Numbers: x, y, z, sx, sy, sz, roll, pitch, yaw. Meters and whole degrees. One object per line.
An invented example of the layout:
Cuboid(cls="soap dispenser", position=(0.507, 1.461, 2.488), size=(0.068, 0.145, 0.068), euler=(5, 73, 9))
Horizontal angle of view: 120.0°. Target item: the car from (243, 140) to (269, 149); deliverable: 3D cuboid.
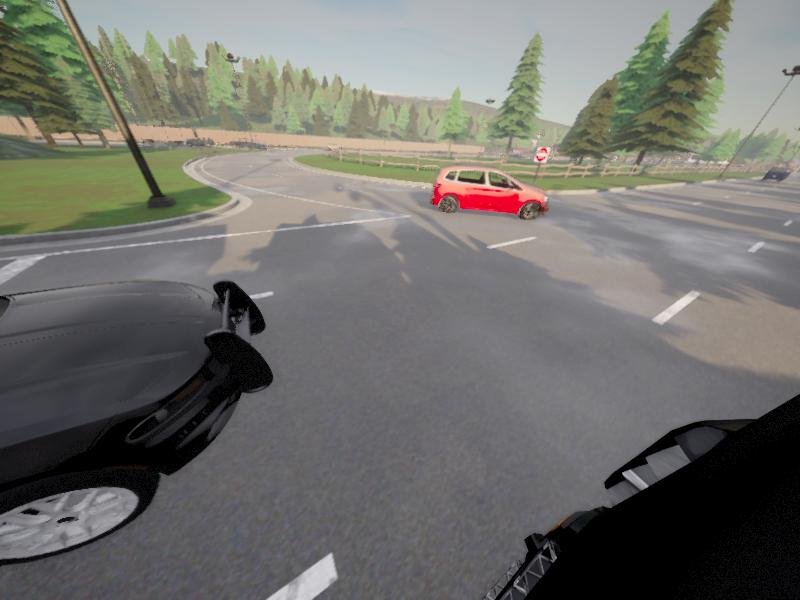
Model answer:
Cuboid(cls="car", position=(-32.177, -34.738, 51.651), size=(4.514, 1.525, 2.007), euler=(-16, 38, -26))

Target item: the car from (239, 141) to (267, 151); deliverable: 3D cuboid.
Cuboid(cls="car", position=(-27.860, -29.166, 43.794), size=(4.181, 1.385, 1.994), euler=(-16, 38, -26))

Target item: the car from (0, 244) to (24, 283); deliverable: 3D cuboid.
Cuboid(cls="car", position=(-8.260, -0.265, 1.968), size=(4.605, 1.855, 1.932), euler=(-16, 38, -25))

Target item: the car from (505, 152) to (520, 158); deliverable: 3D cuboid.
Cuboid(cls="car", position=(41.776, -53.741, 85.675), size=(4.792, 1.488, 2.163), euler=(-16, 38, -26))

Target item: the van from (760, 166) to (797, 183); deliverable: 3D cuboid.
Cuboid(cls="van", position=(55.968, -18.617, 34.171), size=(4.442, 1.987, 1.775), euler=(-16, 38, -26))

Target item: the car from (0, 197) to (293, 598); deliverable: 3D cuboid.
Cuboid(cls="car", position=(-3.610, 0.760, 1.020), size=(5.238, 1.638, 1.930), euler=(-16, 38, -26))

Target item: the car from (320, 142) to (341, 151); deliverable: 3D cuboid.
Cuboid(cls="car", position=(-17.711, -39.068, 58.842), size=(4.605, 1.855, 1.932), euler=(-16, 38, -26))

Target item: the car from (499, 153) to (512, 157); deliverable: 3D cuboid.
Cuboid(cls="car", position=(40.393, -55.533, 88.380), size=(4.718, 1.301, 1.895), euler=(-16, 38, -26))

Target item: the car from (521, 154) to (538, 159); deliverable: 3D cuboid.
Cuboid(cls="car", position=(45.304, -50.210, 80.770), size=(5.357, 1.411, 2.033), euler=(-16, 38, -26))

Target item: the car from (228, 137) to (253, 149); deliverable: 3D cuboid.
Cuboid(cls="car", position=(-32.931, -32.443, 47.788), size=(3.866, 1.878, 1.905), euler=(-16, 38, -26))

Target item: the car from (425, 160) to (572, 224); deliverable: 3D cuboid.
Cuboid(cls="car", position=(3.514, -4.395, 9.209), size=(4.611, 1.667, 2.242), euler=(8, 35, 8))

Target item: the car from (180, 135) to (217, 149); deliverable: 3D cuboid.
Cuboid(cls="car", position=(-36.902, -29.037, 42.430), size=(4.605, 1.855, 1.932), euler=(-16, 38, -26))

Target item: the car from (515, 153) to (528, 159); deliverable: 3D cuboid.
Cuboid(cls="car", position=(43.930, -52.124, 83.396), size=(3.988, 1.617, 1.851), euler=(-16, 38, -26))
